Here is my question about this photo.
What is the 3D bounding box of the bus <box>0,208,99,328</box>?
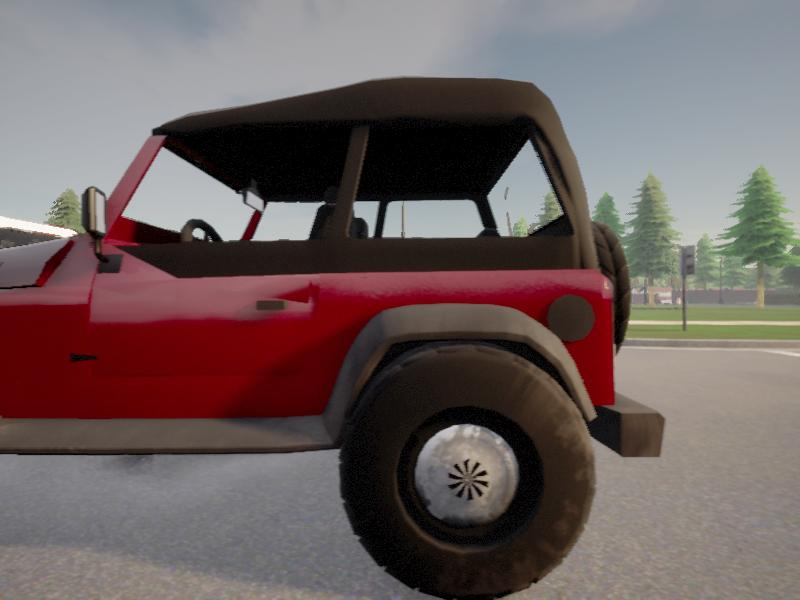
[{"bbox_3d":[-16.270,-1.124,13.254,3.944,4.253,10.273,0,0,8],"label":"bus"}]

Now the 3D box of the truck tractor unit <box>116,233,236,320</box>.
[{"bbox_3d":[-12.199,-1.107,22.675,3.053,4.208,6.516,0,0,1],"label":"truck tractor unit"}]

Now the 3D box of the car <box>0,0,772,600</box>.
[{"bbox_3d":[-0.783,0.043,2.229,3.866,1.878,1.905,-1,0,2],"label":"car"}]

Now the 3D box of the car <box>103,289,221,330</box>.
[{"bbox_3d":[-8.850,0.312,15.391,1.994,1.385,4.181,0,0,1],"label":"car"}]

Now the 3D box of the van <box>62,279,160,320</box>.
[{"bbox_3d":[-15.707,-0.019,22.109,2.069,2.038,4.480,0,0,1],"label":"van"}]

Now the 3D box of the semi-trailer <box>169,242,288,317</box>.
[{"bbox_3d":[-12.028,-1.210,30.585,2.717,4.402,14.254,0,0,1],"label":"semi-trailer"}]
